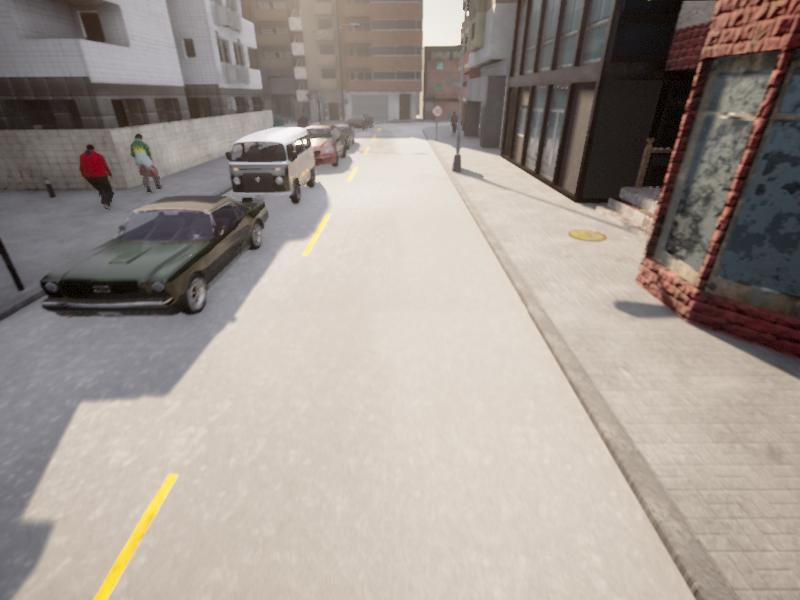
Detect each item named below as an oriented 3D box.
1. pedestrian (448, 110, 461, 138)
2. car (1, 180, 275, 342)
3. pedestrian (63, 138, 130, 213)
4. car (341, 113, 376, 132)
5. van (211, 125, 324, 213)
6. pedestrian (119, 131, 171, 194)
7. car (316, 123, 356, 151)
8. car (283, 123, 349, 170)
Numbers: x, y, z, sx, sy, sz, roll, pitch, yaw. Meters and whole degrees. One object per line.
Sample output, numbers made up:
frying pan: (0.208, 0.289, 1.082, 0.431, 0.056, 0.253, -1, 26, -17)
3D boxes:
pedestrian: (4.013, -13.099, 29.776, 0.751, 1.860, 0.751, -1, 27, -1)
car: (-3.991, -1.082, 7.348, 1.895, 1.301, 4.718, 0, 27, 0)
pedestrian: (-8.362, -3.451, 11.093, 0.751, 1.860, 0.751, -4, 27, -7)
car: (-3.887, -17.285, 38.772, 2.033, 1.411, 5.357, 4, 28, 9)
van: (-3.993, -4.467, 13.119, 2.069, 2.038, 4.480, 0, 27, 0)
pedestrian: (-8.377, -4.544, 13.220, 0.751, 1.860, 0.751, -1, 27, -1)
car: (-4.015, -10.605, 25.880, 1.895, 1.301, 4.718, 0, 27, 0)
car: (-3.981, -7.742, 19.897, 2.242, 1.667, 4.611, 0, 27, 0)
